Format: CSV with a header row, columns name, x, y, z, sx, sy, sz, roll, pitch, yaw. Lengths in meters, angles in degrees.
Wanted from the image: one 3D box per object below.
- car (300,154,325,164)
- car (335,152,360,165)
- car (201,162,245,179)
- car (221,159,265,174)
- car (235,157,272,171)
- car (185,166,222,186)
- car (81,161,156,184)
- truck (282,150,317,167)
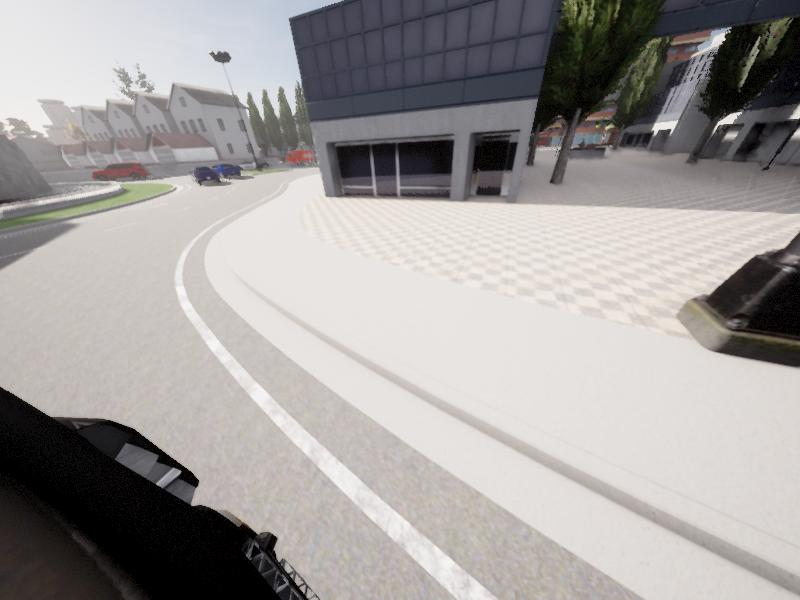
name,x,y,z,sx,sy,sz,roll,pitch,yaw
car,-18.830,-30.649,50.165,1.930,1.638,5.238,11,37,20
car,-9.736,-26.435,43.067,2.242,1.667,4.611,10,36,19
car,-20.891,-15.243,27.209,5.008,1.535,1.882,17,39,28
car,-24.103,-20.664,35.637,2.038,1.542,4.974,20,40,30
car,-25.015,-23.335,39.648,2.033,1.649,4.856,17,38,27
car,-19.538,-12.416,22.925,1.812,1.442,4.674,-30,42,-35
car,-36.613,-16.819,30.370,5.566,2.045,2.150,-16,36,-18
truck,-18.615,-26.398,43.015,2.627,2.467,5.204,13,36,22
